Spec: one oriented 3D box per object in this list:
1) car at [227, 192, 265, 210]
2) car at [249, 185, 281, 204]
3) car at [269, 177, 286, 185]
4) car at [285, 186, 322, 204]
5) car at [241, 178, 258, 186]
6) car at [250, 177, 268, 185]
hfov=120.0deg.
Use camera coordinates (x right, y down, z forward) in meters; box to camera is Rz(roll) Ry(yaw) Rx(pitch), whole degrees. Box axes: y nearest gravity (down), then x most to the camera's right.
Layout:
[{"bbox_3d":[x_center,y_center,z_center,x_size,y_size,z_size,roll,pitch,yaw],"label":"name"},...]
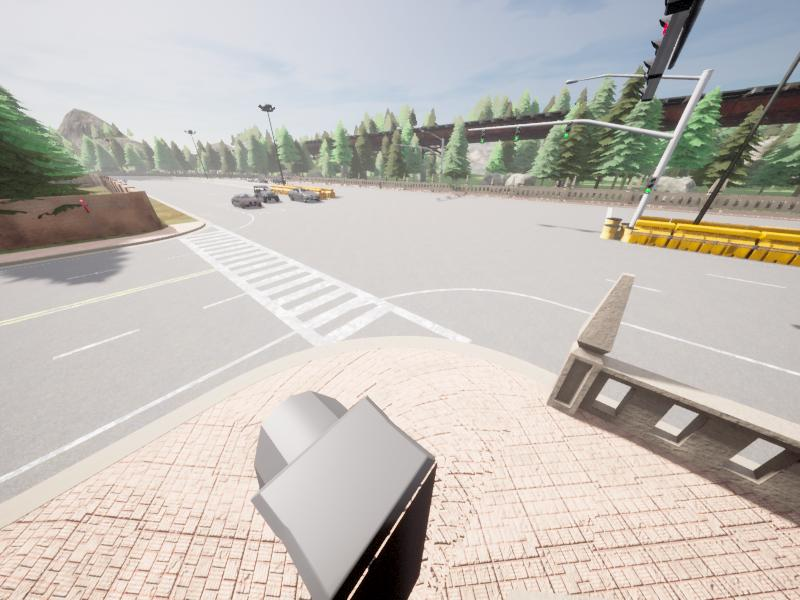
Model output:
[{"bbox_3d":[-17.466,-11.248,26.120,4.181,1.385,1.994,23,37,34],"label":"car"},{"bbox_3d":[-17.521,-13.791,30.001,3.866,1.878,1.905,23,37,34],"label":"car"},{"bbox_3d":[-32.091,-31.264,60.665,4.892,1.490,1.837,23,37,34],"label":"car"},{"bbox_3d":[-12.791,-13.966,30.573,5.027,1.651,2.152,23,37,34],"label":"car"},{"bbox_3d":[-36.402,-28.498,55.890,3.806,1.475,1.970,23,37,34],"label":"car"},{"bbox_3d":[-36.556,-30.884,59.960,4.974,1.542,2.038,23,37,34],"label":"car"}]
